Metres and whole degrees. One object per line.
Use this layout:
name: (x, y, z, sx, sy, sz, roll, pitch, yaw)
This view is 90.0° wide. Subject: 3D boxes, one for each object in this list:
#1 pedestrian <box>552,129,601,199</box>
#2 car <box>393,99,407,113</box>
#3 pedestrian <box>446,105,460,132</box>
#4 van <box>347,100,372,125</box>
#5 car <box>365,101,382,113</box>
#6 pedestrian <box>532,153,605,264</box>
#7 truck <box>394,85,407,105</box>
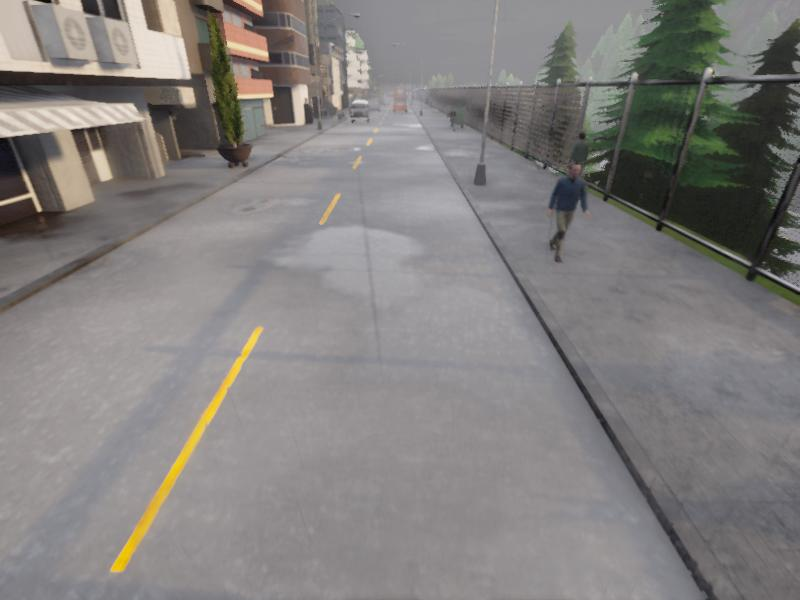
pedestrian: (5.186, -4.014, 11.850, 0.751, 1.860, 0.751, 0, 28, 0)
car: (0.025, -29.569, 60.813, 2.097, 1.767, 4.553, 0, 28, 0)
pedestrian: (4.092, -14.028, 30.902, 0.751, 1.860, 0.751, -4, 28, -9)
van: (-3.985, -18.913, 40.233, 2.069, 2.038, 4.480, 0, 28, 0)
car: (-3.976, -29.131, 60.289, 2.163, 1.488, 4.792, 0, 28, 0)
pedestrian: (3.043, -1.683, 7.398, 0.751, 1.860, 0.751, 2, 28, 3)
truck: (0.044, -46.654, 91.134, 2.891, 3.827, 8.468, 0, 28, 0)
